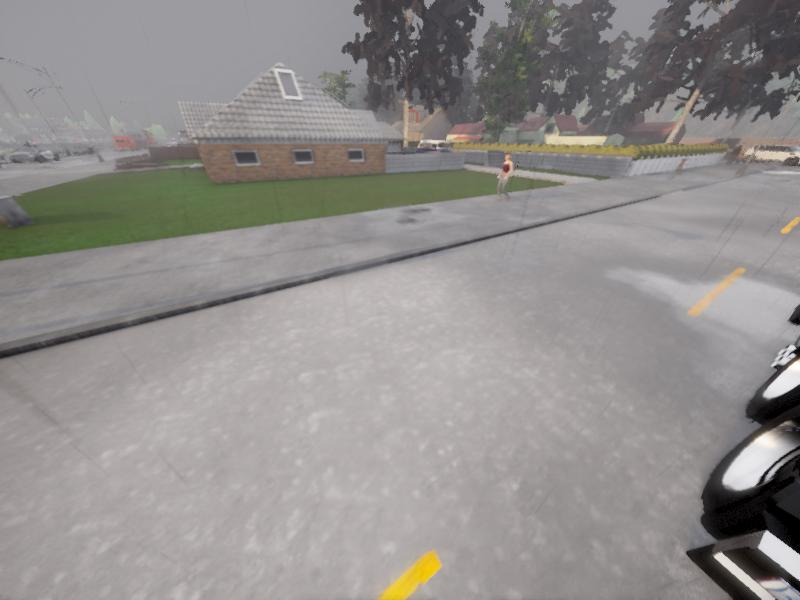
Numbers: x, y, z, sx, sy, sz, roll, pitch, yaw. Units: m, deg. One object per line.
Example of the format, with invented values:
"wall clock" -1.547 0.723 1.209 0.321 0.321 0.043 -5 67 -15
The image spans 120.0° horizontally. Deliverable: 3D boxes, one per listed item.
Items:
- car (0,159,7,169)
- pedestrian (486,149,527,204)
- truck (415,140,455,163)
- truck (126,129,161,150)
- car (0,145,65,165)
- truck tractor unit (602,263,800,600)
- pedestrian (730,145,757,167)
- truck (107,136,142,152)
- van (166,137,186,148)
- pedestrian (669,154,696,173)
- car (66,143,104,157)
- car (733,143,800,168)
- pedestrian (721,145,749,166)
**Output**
"car" -35.036 -11.260 18.470 1.851 1.617 3.988 -18 39 -24
"pedestrian" 4.245 -4.981 9.348 0.751 1.860 0.751 -12 37 -17
"truck" 3.781 -16.927 26.245 2.069 2.038 4.478 -18 39 -24
"truck" -62.092 -39.039 56.209 2.891 3.827 8.468 -18 39 -24
"car" -39.551 -15.712 24.894 2.038 1.542 4.974 -18 39 -25
"truck tractor unit" 5.111 -0.301 0.787 6.516 4.208 3.053 -18 39 -24
"pedestrian" 35.679 -15.020 24.044 0.751 1.860 0.751 -25 42 -31
"truck" -54.595 -31.039 45.968 2.627 2.467 5.204 -18 39 -24
"van" -64.626 -45.553 66.772 2.351 2.431 6.366 -18 39 -24
"pedestrian" 23.487 -11.382 19.211 0.751 1.300 0.751 -17 38 -23
"car" -45.691 -21.822 33.596 1.789 1.549 3.705 -18 39 -24
"car" 43.607 -16.661 26.541 2.150 2.045 5.566 -4 36 -8
"pedestrian" 35.621 -15.409 24.602 0.751 1.860 0.751 -15 38 -21
